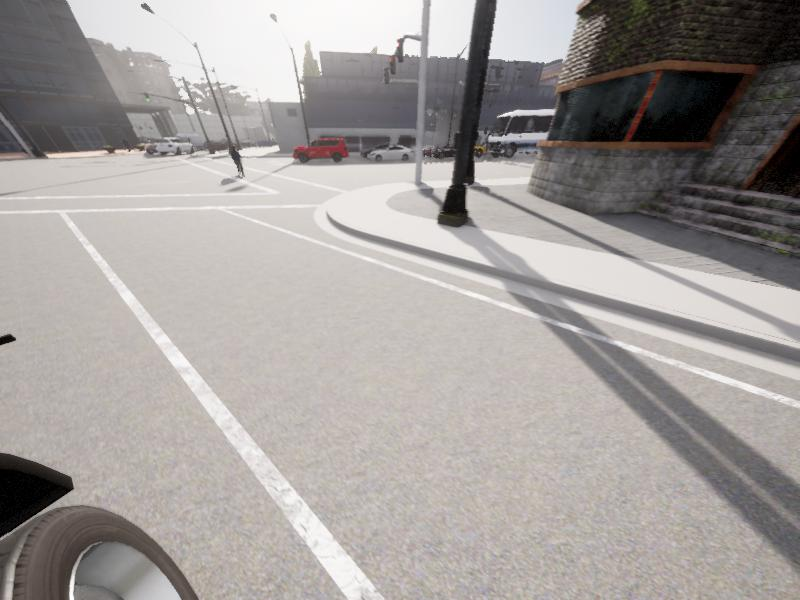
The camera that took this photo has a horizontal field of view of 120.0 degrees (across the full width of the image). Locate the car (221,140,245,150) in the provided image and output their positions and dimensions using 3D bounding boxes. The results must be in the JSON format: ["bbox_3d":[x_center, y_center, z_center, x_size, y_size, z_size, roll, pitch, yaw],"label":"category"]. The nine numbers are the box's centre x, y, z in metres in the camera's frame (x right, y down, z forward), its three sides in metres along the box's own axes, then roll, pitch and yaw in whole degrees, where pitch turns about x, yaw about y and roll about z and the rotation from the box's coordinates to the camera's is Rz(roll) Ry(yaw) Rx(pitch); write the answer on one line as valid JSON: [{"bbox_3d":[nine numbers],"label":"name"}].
[{"bbox_3d":[-34.349,-32.173,47.783,1.930,1.638,5.238,-5,36,-7],"label":"car"}]

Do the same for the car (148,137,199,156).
[{"bbox_3d":[-31.490,-21.573,32.446,2.150,2.045,5.566,-4,36,-7],"label":"car"}]

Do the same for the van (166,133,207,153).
[{"bbox_3d":[-36.402,-27.035,39.713,1.988,2.561,5.915,-5,36,-7],"label":"van"}]

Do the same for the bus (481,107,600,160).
[{"bbox_3d":[15.179,-18.607,25.896,10.273,4.253,3.944,-7,36,-7],"label":"bus"}]

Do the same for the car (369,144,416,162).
[{"bbox_3d":[-0.816,-15.769,24.796,4.674,1.442,1.812,-6,36,-7],"label":"car"}]

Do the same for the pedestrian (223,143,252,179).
[{"bbox_3d":[-10.089,-8.642,14.373,0.751,1.860,0.751,28,44,34],"label":"pedestrian"}]

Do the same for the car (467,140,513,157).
[{"bbox_3d":[11.279,-19.178,29.192,5.008,1.535,1.882,-7,36,-7],"label":"car"}]

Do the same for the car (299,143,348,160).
[{"bbox_3d":[-8.617,-17.094,26.625,5.008,1.535,1.882,-5,35,-8],"label":"car"}]

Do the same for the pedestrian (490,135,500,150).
[{"bbox_3d":[14.602,-24.127,35.423,0.751,1.860,0.751,-9,36,-13],"label":"pedestrian"}]

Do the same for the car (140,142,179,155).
[{"bbox_3d":[-35.237,-22.334,33.988,1.816,1.474,4.193,-5,36,-7],"label":"car"}]

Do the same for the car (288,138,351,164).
[{"bbox_3d":[-8.021,-15.308,23.654,5.566,2.045,2.150,-5,36,-8],"label":"car"}]

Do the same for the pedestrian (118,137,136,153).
[{"bbox_3d":[-39.543,-22.431,33.459,0.751,1.860,0.751,-16,38,-21],"label":"pedestrian"}]

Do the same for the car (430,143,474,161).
[{"bbox_3d":[5.663,-16.468,25.618,4.193,1.474,1.816,-6,36,-7],"label":"car"}]

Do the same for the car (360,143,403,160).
[{"bbox_3d":[-2.219,-17.696,27.495,4.892,1.490,1.837,-6,36,-7],"label":"car"}]

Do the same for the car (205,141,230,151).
[{"bbox_3d":[-33.339,-28.262,42.397,1.816,1.474,4.193,-5,36,-7],"label":"car"}]

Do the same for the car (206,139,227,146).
[{"bbox_3d":[-52.744,-45.340,66.490,5.357,1.411,2.033,16,38,21],"label":"car"}]

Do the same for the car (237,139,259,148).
[{"bbox_3d":[-35.003,-36.211,53.496,1.930,1.638,5.238,-2,35,-3],"label":"car"}]

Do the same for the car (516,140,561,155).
[{"bbox_3d":[17.951,-19.919,30.043,4.674,1.442,1.812,-6,36,-7],"label":"car"}]

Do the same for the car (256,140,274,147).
[{"bbox_3d":[-34.630,-40.260,59.377,1.816,1.474,4.193,5,35,6],"label":"car"}]

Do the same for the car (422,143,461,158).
[{"bbox_3d":[5.014,-18.402,28.447,4.181,1.385,1.994,-5,36,-6],"label":"car"}]

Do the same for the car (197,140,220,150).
[{"bbox_3d":[-37.523,-30.434,45.393,1.845,1.501,3.633,-5,36,-8],"label":"car"}]

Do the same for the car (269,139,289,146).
[{"bbox_3d":[-34.151,-44.549,65.286,4.611,1.667,2.242,-10,37,-14],"label":"car"}]
